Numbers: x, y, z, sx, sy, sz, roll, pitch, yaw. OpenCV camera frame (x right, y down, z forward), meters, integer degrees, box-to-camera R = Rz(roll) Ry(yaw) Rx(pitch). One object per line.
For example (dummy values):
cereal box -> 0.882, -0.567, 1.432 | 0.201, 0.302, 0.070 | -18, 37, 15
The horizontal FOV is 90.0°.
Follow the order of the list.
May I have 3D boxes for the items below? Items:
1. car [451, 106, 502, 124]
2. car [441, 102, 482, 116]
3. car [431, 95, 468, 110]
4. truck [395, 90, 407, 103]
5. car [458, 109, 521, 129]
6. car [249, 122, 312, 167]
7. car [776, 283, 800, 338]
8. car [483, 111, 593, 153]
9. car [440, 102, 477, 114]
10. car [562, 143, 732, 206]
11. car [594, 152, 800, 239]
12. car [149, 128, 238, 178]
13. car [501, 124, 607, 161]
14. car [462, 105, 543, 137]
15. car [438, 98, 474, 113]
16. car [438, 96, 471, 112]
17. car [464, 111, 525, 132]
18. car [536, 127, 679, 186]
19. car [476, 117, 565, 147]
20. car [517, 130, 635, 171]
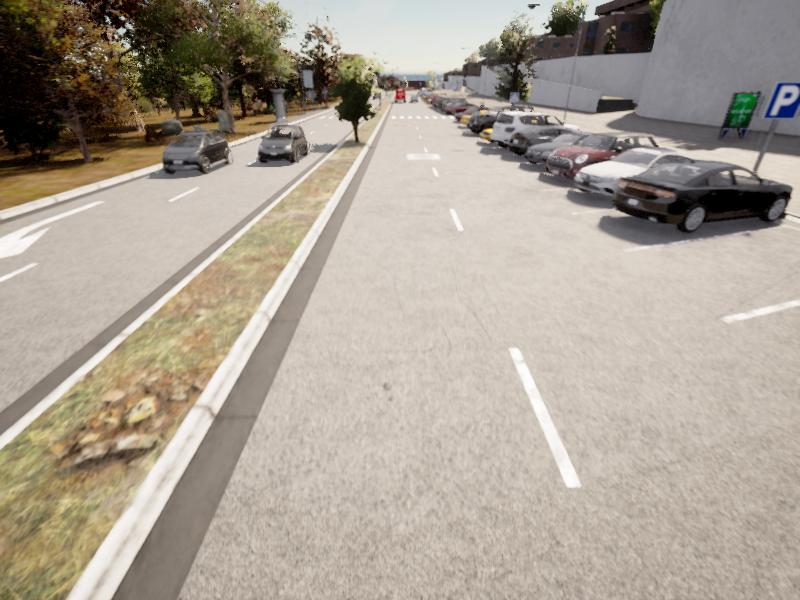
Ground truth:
car -> 8.113, -19.680, 42.482 | 4.792, 1.488, 2.163 | -9, 30, -18
car -> 8.128, -25.355, 53.062 | 4.792, 1.488, 2.163 | -9, 30, -18
car -> 8.152, -32.661, 66.090 | 5.566, 2.045, 2.435 | -9, 30, -18
truck -> 0.138, -45.216, 88.756 | 2.627, 2.467, 5.204 | 0, 29, 0
car -> 8.302, -16.909, 37.246 | 5.366, 1.575, 1.946 | -9, 29, -18
car -> -5.726, -7.762, 19.800 | 1.851, 1.617, 3.988 | 0, 28, 0
car -> 8.057, -0.131, 5.265 | 4.792, 1.488, 2.163 | -9, 29, -18
car -> 8.140, -10.070, 23.811 | 5.566, 2.045, 2.435 | -9, 29, -18
car -> 8.153, -26.772, 55.727 | 4.674, 1.452, 2.002 | -9, 30, -18
car -> 8.097, -4.258, 13.282 | 4.674, 1.452, 2.002 | -9, 29, -18
car -> 8.084, -2.916, 10.598 | 5.008, 1.535, 2.097 | -9, 29, -18
car -> -8.725, -6.438, 17.306 | 1.789, 1.549, 3.705 | 0, 27, 0
car -> 8.132, -8.430, 21.284 | 4.792, 1.488, 2.163 | -9, 29, -18
car -> 8.100, -14.262, 31.753 | 5.566, 2.045, 2.435 | -9, 30, -18
car -> 8.134, -28.323, 58.268 | 4.553, 1.767, 2.185 | -9, 30, -18
car -> 8.278, -29.844, 60.896 | 4.442, 1.987, 1.878 | -9, 30, -18
car -> 8.131, -15.426, 34.554 | 4.674, 1.452, 2.002 | -9, 30, -18
car -> 8.131, -5.790, 15.879 | 4.553, 1.767, 2.185 | -9, 29, -18
car -> 7.943, -11.216, 26.516 | 5.366, 1.575, 1.946 | -9, 30, -18
car -> 8.105, -7.019, 18.609 | 4.674, 1.452, 2.002 | -9, 29, -18
